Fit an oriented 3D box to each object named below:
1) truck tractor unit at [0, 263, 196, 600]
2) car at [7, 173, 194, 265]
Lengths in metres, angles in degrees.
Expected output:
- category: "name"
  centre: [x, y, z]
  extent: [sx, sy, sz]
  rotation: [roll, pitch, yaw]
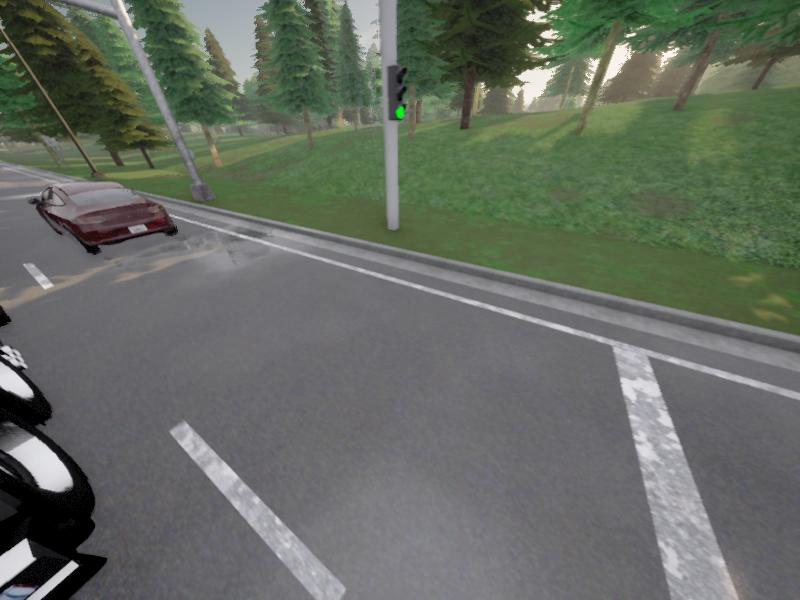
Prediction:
- category: "truck tractor unit"
  centre: [-5.108, -0.303, 0.786]
  extent: [6.516, 4.208, 3.053]
  rotation: [18, 39, 24]
- category: "car"
  centre: [-8.300, -2.504, 6.422]
  extent: [4.674, 1.442, 1.812]
  rotation: [18, 39, 24]
